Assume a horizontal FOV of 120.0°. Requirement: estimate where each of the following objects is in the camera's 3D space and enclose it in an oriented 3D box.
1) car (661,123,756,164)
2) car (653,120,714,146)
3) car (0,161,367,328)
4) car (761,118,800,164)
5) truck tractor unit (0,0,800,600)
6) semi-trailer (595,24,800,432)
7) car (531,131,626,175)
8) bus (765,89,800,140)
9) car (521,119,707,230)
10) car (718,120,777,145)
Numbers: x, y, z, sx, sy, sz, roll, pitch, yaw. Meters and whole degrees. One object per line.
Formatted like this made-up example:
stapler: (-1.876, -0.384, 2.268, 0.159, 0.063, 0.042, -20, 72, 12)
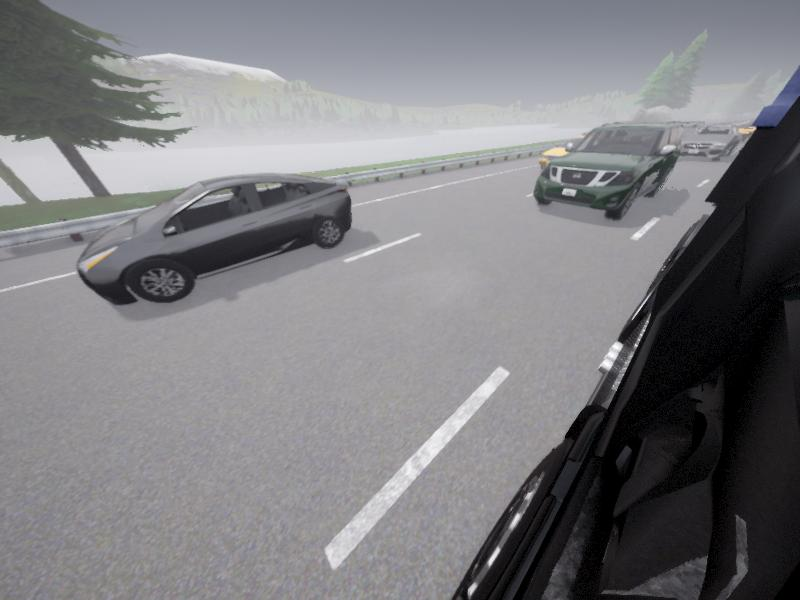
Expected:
car: (18.257, -9.347, 13.678, 5.027, 1.651, 2.152, -24, 42, -26)
car: (25.966, -15.332, 21.158, 4.611, 1.667, 2.242, -24, 42, -26)
car: (-3.177, -1.573, 4.598, 4.514, 1.525, 2.007, -28, 44, -30)
car: (21.632, -8.344, 12.028, 4.553, 1.767, 2.097, -24, 42, -26)
truck tractor unit: (2.645, -0.295, 0.351, 6.516, 4.208, 3.053, -28, 44, -30)
semi-trailer: (8.855, -3.482, 4.084, 14.254, 4.402, 2.717, -26, 43, -28)
car: (9.645, -8.041, 12.443, 5.366, 1.575, 1.801, -24, 42, -27)
bus: (40.009, -17.671, 21.371, 3.944, 4.253, 10.273, 29, 47, 33)
car: (6.470, -4.076, 6.973, 5.566, 2.045, 2.150, -26, 43, -28)
car: (30.191, -14.583, 20.052, 5.008, 1.535, 1.882, -24, 42, -26)
